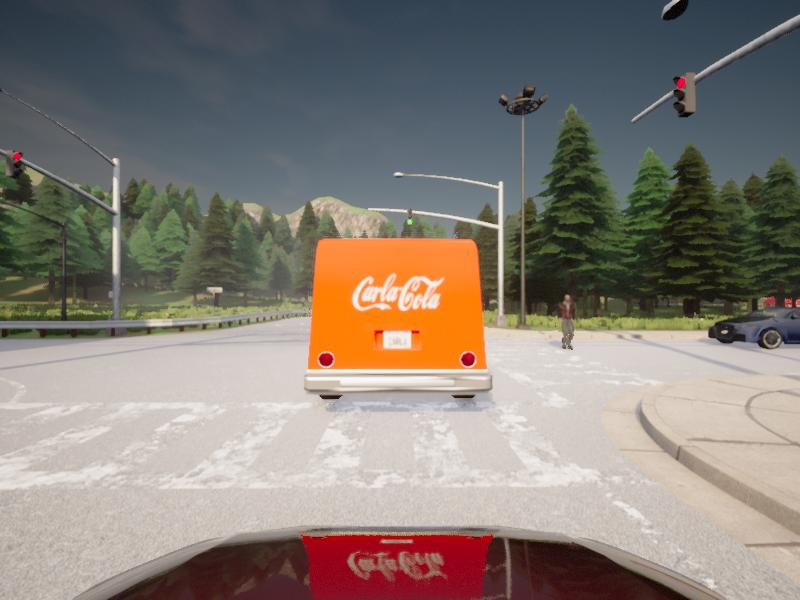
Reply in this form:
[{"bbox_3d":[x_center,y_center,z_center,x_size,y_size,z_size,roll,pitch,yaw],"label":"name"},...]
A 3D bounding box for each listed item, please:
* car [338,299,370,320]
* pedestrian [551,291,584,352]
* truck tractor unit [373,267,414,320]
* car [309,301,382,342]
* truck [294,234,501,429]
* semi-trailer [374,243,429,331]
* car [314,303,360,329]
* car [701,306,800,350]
[{"bbox_3d":[-3.780,0.758,33.607,2.242,1.667,4.611,0,0,0],"label":"car"},{"bbox_3d":[5.333,0.665,12.744,0.751,1.860,0.751,0,0,1],"label":"pedestrian"},{"bbox_3d":[-0.403,-0.520,35.003,3.053,4.208,6.516,0,0,4],"label":"truck tractor unit"},{"bbox_3d":[-2.249,0.855,18.215,2.128,1.511,4.902,-4,-1,6],"label":"car"},{"bbox_3d":[-0.060,0.375,7.676,2.627,2.467,5.204,0,1,-1],"label":"truck"},{"bbox_3d":[-0.258,-0.620,27.102,2.717,4.402,14.254,0,0,-3],"label":"semi-trailer"},{"bbox_3d":[-3.712,0.896,24.678,2.033,1.411,5.357,0,0,0],"label":"car"},{"bbox_3d":[13.353,0.935,13.984,4.181,1.385,1.994,0,0,1],"label":"car"}]
